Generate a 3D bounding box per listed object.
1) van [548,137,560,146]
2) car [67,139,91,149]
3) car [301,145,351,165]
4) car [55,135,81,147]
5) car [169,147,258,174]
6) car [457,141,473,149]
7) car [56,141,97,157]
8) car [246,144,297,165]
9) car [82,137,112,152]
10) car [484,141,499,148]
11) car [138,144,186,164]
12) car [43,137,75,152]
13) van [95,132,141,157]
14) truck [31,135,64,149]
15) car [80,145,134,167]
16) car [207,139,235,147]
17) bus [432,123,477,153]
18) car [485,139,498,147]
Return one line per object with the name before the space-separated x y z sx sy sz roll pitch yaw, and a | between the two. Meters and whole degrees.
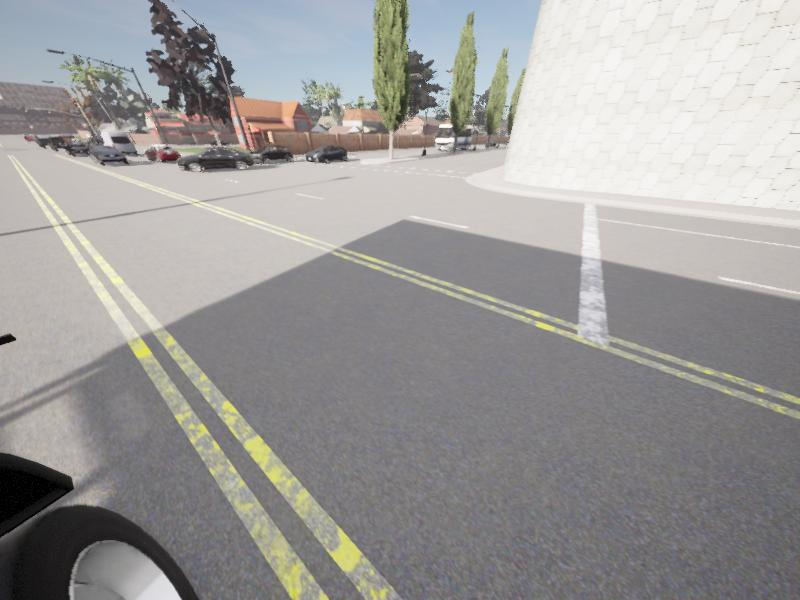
van | 50.798 -52.362 76.268 1.988 2.561 5.915 22 41 27
car | -63.155 -30.731 45.407 3.806 1.475 1.970 22 41 28
car | -7.444 -15.001 23.741 2.007 1.525 4.514 22 41 27
car | -73.110 -35.079 50.879 5.566 2.045 2.150 23 41 27
car | -13.972 -10.723 17.641 4.892 1.490 1.837 -22 42 -29
car | 16.005 -38.143 56.758 1.882 1.535 5.008 22 41 27
car | -41.124 -19.241 29.390 4.902 1.511 2.128 22 41 28
car | -12.553 -14.351 22.743 1.789 1.549 3.705 23 41 28
car | -49.071 -25.179 37.395 4.605 1.855 1.932 24 42 29
car | 24.428 -41.572 61.783 2.128 1.511 4.902 22 41 27
car | -23.766 -14.653 23.114 3.806 1.475 1.970 21 40 26
car | -54.536 -24.889 36.908 3.866 1.878 1.905 22 41 28
van | -36.875 -20.379 30.158 5.915 2.561 1.988 22 41 28
truck | -67.180 -30.170 44.026 6.274 2.098 2.390 22 41 28
car | -27.079 -13.371 21.331 5.357 1.411 2.033 24 41 29
car | -43.676 -38.410 56.522 1.837 1.490 4.892 21 40 27
bus | 10.564 -31.014 44.249 3.944 4.253 10.273 22 41 27
car | 28.105 -48.357 71.111 2.097 1.767 4.553 22 41 27
